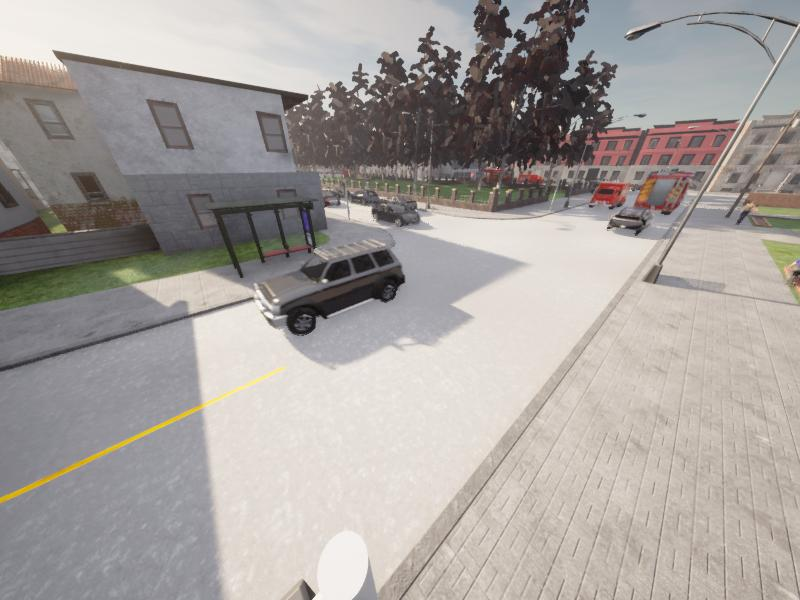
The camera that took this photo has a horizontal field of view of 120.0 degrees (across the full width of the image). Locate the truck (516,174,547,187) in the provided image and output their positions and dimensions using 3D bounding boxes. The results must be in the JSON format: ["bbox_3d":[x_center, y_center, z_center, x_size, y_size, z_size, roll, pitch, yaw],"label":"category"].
[{"bbox_3d":[30.128,-27.479,53.131,2.627,2.467,5.204,-23,37,-34],"label":"truck"}]

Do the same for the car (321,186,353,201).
[{"bbox_3d":[-9.088,-15.369,33.116,2.128,1.511,4.902,-24,38,-36],"label":"car"}]

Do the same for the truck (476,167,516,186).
[{"bbox_3d":[24.243,-31.576,58.872,2.891,3.827,8.468,-23,37,-34],"label":"truck"}]

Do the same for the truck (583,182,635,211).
[{"bbox_3d":[23.164,-11.588,25.608,5.204,2.467,2.627,-23,37,-34],"label":"truck"}]

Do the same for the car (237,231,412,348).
[{"bbox_3d":[-1.994,-0.694,7.325,4.605,1.855,1.932,-23,37,-33],"label":"car"}]

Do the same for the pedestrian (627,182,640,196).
[{"bbox_3d":[36.257,-17.181,35.855,0.751,1.860,0.751,25,38,36],"label":"pedestrian"}]

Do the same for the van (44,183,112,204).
[{"bbox_3d":[-41.451,-13.873,29.994,4.480,2.038,2.069,-23,37,-34],"label":"van"}]

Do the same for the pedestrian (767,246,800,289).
[{"bbox_3d":[14.706,-1.175,8.484,0.751,1.300,0.751,-26,39,-37],"label":"pedestrian"}]

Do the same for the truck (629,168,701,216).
[{"bbox_3d":[27.405,-11.336,23.816,8.468,3.827,2.891,-23,37,-34],"label":"truck"}]

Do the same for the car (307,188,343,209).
[{"bbox_3d":[-8.859,-12.021,27.198,2.033,1.649,4.856,-23,37,-34],"label":"car"}]

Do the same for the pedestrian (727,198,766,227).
[{"bbox_3d":[25.607,-6.480,17.112,0.751,1.860,0.751,24,38,35],"label":"pedestrian"}]

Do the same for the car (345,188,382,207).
[{"bbox_3d":[-4.501,-12.646,28.282,2.033,1.649,4.856,-24,38,-35],"label":"car"}]

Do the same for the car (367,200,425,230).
[{"bbox_3d":[-0.447,-6.970,18.587,1.837,1.490,4.892,-24,37,-35],"label":"car"}]

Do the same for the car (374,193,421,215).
[{"bbox_3d":[-0.326,-9.955,23.738,2.128,1.511,4.902,-23,37,-34],"label":"car"}]

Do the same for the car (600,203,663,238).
[{"bbox_3d":[16.717,-5.857,16.640,4.902,1.511,2.128,-23,37,-34],"label":"car"}]

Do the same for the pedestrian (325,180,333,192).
[{"bbox_3d":[-12.429,-19.996,40.523,0.751,1.860,0.751,10,31,16],"label":"pedestrian"}]

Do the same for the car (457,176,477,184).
[{"bbox_3d":[18.768,-33.892,65.087,2.152,1.651,5.027,-23,37,-34],"label":"car"}]
